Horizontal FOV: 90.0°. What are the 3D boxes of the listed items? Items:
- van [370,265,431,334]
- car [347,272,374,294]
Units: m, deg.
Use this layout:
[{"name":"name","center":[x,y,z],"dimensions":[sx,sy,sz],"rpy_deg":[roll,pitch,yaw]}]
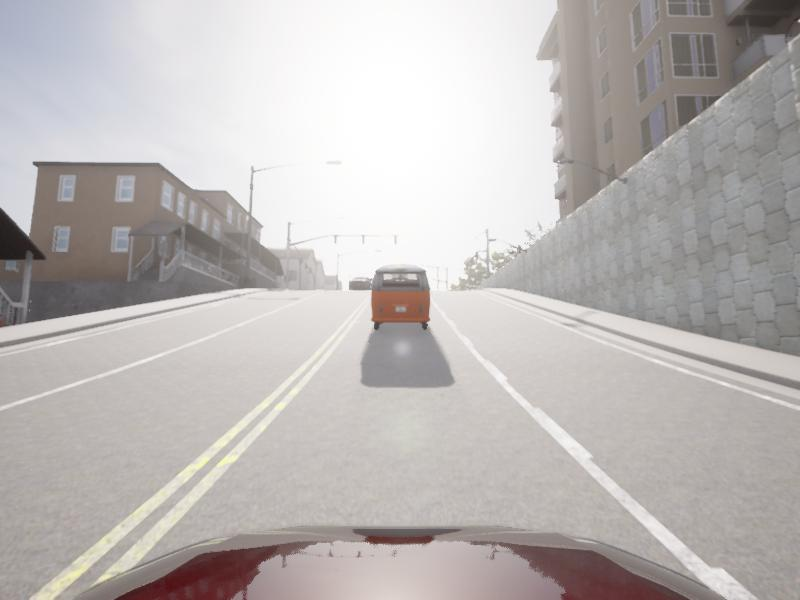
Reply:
[{"name":"van","center":[0.018,-0.207,13.879],"dimensions":[1.775,1.987,4.442],"rpy_deg":[0,6,0]},{"name":"car","center":[-3.508,-1.460,36.345],"dimensions":[1.882,1.535,5.008],"rpy_deg":[0,-3,0]}]
